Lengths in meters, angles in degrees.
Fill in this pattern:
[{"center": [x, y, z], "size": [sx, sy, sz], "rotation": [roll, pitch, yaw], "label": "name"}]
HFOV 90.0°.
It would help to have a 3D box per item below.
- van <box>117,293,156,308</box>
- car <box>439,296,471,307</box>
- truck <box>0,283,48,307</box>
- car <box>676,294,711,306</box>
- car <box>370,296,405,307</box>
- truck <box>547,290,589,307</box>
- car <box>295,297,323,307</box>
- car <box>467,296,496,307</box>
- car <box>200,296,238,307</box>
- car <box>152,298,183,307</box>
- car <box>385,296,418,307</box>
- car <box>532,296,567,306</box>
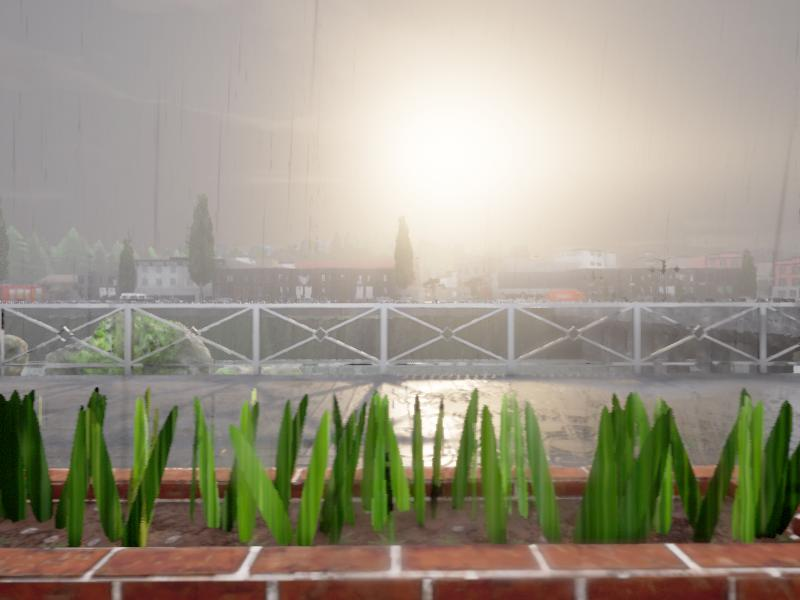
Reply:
[{"center": [-39.580, 0.072, 60.143], "size": [4.480, 2.038, 2.069], "rotation": [0, 0, 0], "label": "van"}, {"center": [8.844, 0.208, 64.481], "size": [4.856, 1.649, 2.033], "rotation": [1, 0, 0], "label": "car"}, {"center": [-61.860, -0.798, 63.973], "size": [8.468, 3.827, 2.891], "rotation": [0, 0, 0], "label": "truck"}, {"center": [44.531, 0.028, 60.779], "size": [3.866, 1.878, 1.905], "rotation": [0, 0, 0], "label": "car"}, {"center": [-1.897, 0.213, 60.444], "size": [5.238, 1.638, 1.930], "rotation": [0, 0, 0], "label": "car"}, {"center": [25.409, -0.242, 60.636], "size": [5.204, 2.467, 2.627], "rotation": [0, 0, 0], "label": "truck"}, {"center": [-13.633, 0.312, 60.357], "size": [3.806, 1.475, 1.970], "rotation": [0, 0, 0], "label": "car"}, {"center": [12.283, 0.209, 60.546], "size": [3.988, 1.617, 1.851], "rotation": [0, 0, 0], "label": "car"}, {"center": [-28.957, 0.256, 64.219], "size": [5.238, 1.638, 1.930], "rotation": [0, 0, 0], "label": "car"}, {"center": [-37.240, 0.350, 64.153], "size": [3.806, 1.475, 1.970], "rotation": [0, 0, -1], "label": "car"}, {"center": [0.214, 0.212, 64.406], "size": [5.238, 1.638, 1.930], "rotation": [0, 0, -1], "label": "car"}, {"center": [24.073, 0.215, 64.625], "size": [4.974, 1.542, 2.038], "rotation": [0, 0, 0], "label": "car"}]
